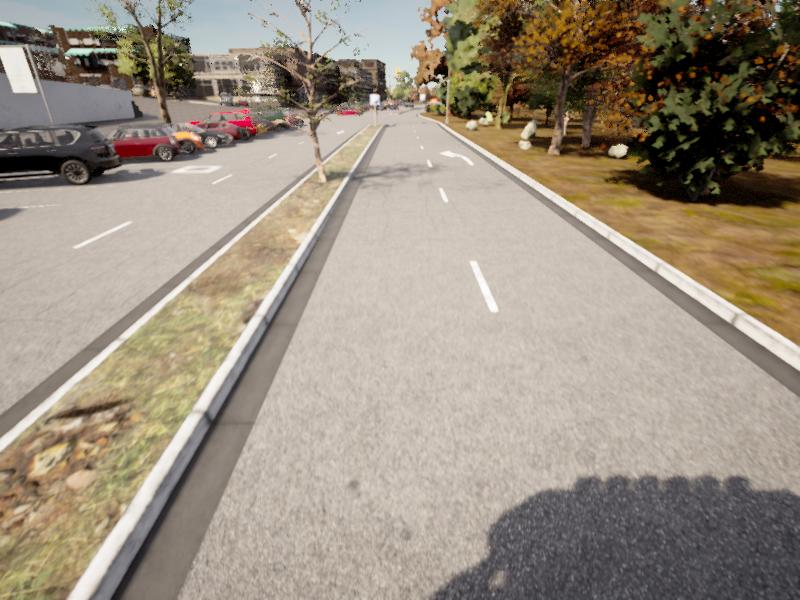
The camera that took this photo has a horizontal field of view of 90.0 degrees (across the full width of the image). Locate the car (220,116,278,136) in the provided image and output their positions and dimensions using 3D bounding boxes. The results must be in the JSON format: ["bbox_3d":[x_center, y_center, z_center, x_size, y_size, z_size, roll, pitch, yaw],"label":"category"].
[{"bbox_3d":[-13.805,-15.984,36.627,4.674,1.452,2.002,-10,28,-17],"label":"car"}]

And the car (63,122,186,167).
[{"bbox_3d":[-13.792,-8.032,20.477,4.553,1.767,2.185,-10,29,-17],"label":"car"}]

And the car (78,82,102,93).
[{"bbox_3d":[-55.334,-37.907,71.421,2.002,1.452,4.674,-4,26,-20],"label":"car"}]

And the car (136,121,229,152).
[{"bbox_3d":[-13.829,-10.621,25.887,4.892,1.521,2.231,-10,28,-17],"label":"car"}]

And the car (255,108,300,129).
[{"bbox_3d":[-13.644,-20.298,44.609,4.442,1.987,1.878,-10,28,-17],"label":"car"}]

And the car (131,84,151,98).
[{"bbox_3d":[-46.228,-37.334,71.522,1.878,1.987,4.442,-3,26,-20],"label":"car"}]

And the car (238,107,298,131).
[{"bbox_3d":[-13.757,-18.956,41.885,5.566,2.045,2.435,-10,28,-17],"label":"car"}]

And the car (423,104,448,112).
[{"bbox_3d":[8.097,-43.866,91.200,5.366,1.575,1.946,-5,28,-12],"label":"car"}]

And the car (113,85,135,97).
[{"bbox_3d":[-49.366,-37.515,71.770,1.946,1.575,5.366,-4,26,-20],"label":"car"}]

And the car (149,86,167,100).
[{"bbox_3d":[-43.212,-37.078,71.622,1.878,1.987,4.442,-3,26,-20],"label":"car"}]

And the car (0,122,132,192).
[{"bbox_3d":[-13.849,-5.418,15.045,5.566,2.045,2.435,-10,29,-17],"label":"car"}]

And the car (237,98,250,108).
[{"bbox_3d":[-28.234,-35.603,72.325,2.002,1.452,4.674,-4,26,-20],"label":"car"}]

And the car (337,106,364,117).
[{"bbox_3d":[-7.849,-29.982,63.678,3.988,1.617,1.851,3,25,7],"label":"car"}]

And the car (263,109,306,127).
[{"bbox_3d":[-13.671,-21.545,47.315,4.553,1.767,2.185,-10,28,-17],"label":"car"}]

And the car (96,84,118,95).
[{"bbox_3d":[-52.318,-37.657,71.536,2.002,1.452,4.674,-3,26,-20],"label":"car"}]

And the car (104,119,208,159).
[{"bbox_3d":[-13.855,-9.378,23.142,4.553,1.767,2.185,-10,28,-17],"label":"car"}]

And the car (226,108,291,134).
[{"bbox_3d":[-13.827,-17.591,39.173,5.566,2.045,2.435,-10,28,-17],"label":"car"}]

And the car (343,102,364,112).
[{"bbox_3d":[-10.326,-42.919,88.943,4.442,1.987,1.878,-7,27,-12],"label":"car"}]

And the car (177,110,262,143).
[{"bbox_3d":[-13.850,-13.540,31.121,5.566,2.045,2.435,-10,28,-17],"label":"car"}]

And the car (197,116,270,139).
[{"bbox_3d":[-13.992,-14.642,33.869,5.366,1.575,1.946,-10,28,-17],"label":"car"}]

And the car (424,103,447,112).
[{"bbox_3d":[7.584,-41.335,85.930,4.553,1.767,2.185,-6,27,-12],"label":"car"}]

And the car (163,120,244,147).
[{"bbox_3d":[-13.847,-11.939,28.564,4.792,1.488,2.163,-10,28,-17],"label":"car"}]

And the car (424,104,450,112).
[{"bbox_3d":[8.117,-42.575,88.657,5.366,1.575,1.946,-6,27,-12],"label":"car"}]

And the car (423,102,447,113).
[{"bbox_3d":[7.203,-40.084,83.234,4.442,1.987,1.878,-6,28,-13],"label":"car"}]

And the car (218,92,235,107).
[{"bbox_3d":[-31.229,-36.132,72.122,2.435,2.045,5.566,-4,26,-20],"label":"car"}]

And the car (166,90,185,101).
[{"bbox_3d":[-40.267,-36.660,71.903,2.231,1.521,4.892,-4,26,-20],"label":"car"}]
